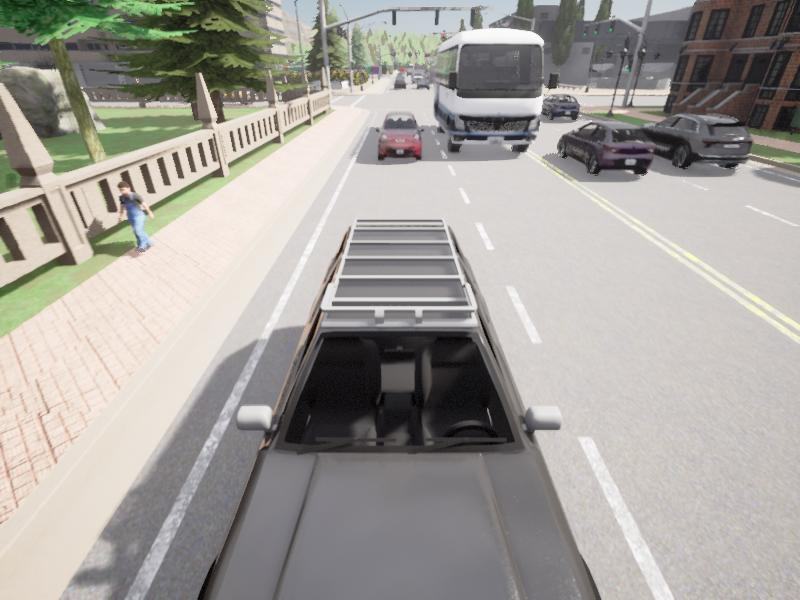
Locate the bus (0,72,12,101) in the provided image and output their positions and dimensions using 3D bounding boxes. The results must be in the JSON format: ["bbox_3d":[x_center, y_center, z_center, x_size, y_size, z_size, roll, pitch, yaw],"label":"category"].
[{"bbox_3d":[-45.397,-21.596,38.771,10.273,4.253,3.944,0,30,0],"label":"bus"}]

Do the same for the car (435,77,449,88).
[{"bbox_3d":[7.028,-36.298,66.746,1.812,1.442,4.674,0,30,0],"label":"car"}]

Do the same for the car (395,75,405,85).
[{"bbox_3d":[0.033,-43.191,78.460,1.882,1.535,5.008,0,30,0],"label":"car"}]

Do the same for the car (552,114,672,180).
[{"bbox_3d":[7.001,-5.406,13.819,1.816,1.474,4.193,0,30,0],"label":"car"}]

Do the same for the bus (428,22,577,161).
[{"bbox_3d":[3.626,-9.540,18.147,3.944,4.253,10.273,0,30,0],"label":"bus"}]

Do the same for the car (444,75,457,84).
[{"bbox_3d":[10.536,-46.377,83.975,2.163,1.488,4.792,0,30,0],"label":"car"}]

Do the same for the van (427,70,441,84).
[{"bbox_3d":[7.037,-46.257,82.819,2.351,2.431,6.366,0,30,0],"label":"van"}]

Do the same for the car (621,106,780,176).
[{"bbox_3d":[10.504,-5.963,14.627,2.033,1.649,4.856,0,31,0],"label":"car"}]

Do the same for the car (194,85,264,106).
[{"bbox_3d":[-15.437,-18.584,36.277,5.366,1.575,1.801,0,30,0],"label":"car"}]

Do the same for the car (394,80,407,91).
[{"bbox_3d":[0.024,-31.995,59.515,1.895,1.301,4.718,0,30,0],"label":"car"}]

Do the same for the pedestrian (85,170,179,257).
[{"bbox_3d":[-4.583,-1.500,6.952,0.751,1.300,0.751,1,30,1],"label":"pedestrian"}]

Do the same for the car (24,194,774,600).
[{"bbox_3d":[-0.004,0.691,3.096,1.932,1.855,4.605,0,29,0],"label":"car"}]

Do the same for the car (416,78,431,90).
[{"bbox_3d":[3.523,-33.266,61.592,2.033,1.411,5.357,0,30,0],"label":"car"}]

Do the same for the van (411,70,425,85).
[{"bbox_3d":[3.532,-44.092,79.111,2.351,2.431,6.366,0,30,0],"label":"van"}]

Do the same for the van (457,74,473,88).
[{"bbox_3d":[10.527,-35.789,65.339,1.775,1.987,4.442,0,30,0],"label":"van"}]

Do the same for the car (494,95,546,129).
[{"bbox_3d":[7.006,-11.286,23.888,1.816,1.474,4.193,0,30,0],"label":"car"}]

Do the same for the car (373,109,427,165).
[{"bbox_3d":[0.003,-6.388,15.446,1.845,1.501,3.633,0,30,0],"label":"car"}]

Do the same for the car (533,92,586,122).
[{"bbox_3d":[10.508,-12.934,26.712,1.816,1.474,4.193,0,30,0],"label":"car"}]
